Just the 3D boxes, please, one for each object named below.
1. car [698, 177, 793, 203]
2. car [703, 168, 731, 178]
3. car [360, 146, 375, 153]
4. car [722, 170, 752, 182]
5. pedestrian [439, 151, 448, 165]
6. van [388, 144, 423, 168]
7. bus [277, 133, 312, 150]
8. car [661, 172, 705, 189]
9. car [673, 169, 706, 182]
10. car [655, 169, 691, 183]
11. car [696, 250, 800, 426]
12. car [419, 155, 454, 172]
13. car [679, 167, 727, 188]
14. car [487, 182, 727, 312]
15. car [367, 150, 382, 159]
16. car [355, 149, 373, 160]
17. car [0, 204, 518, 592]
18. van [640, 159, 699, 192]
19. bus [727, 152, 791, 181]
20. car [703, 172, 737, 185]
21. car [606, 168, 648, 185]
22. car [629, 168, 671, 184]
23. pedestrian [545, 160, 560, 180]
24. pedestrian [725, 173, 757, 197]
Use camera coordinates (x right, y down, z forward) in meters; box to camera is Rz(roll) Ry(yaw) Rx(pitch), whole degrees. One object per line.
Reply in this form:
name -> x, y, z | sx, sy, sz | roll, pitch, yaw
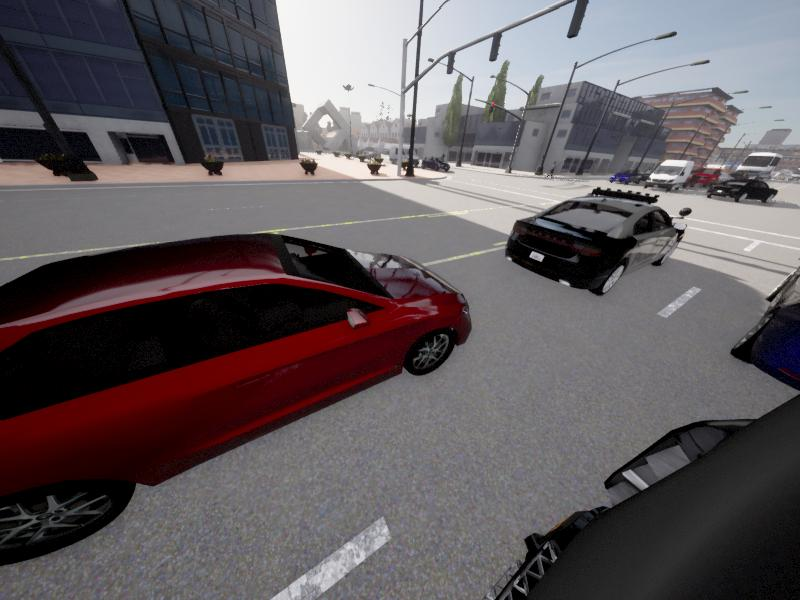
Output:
car -> 27.079, -8.667, 18.203 | 5.008, 1.535, 1.882 | -4, 34, -11
car -> 60.791, -24.340, 44.274 | 5.008, 1.535, 1.882 | -16, 38, -26
car -> -12.757, -58.696, 90.268 | 5.566, 2.045, 2.150 | 11, 34, 11
car -> 56.703, -20.825, 38.862 | 4.193, 1.474, 1.816 | -17, 38, -26
pedestrian -> 7.099, -23.120, 37.701 | 0.751, 1.860, 0.751 | -10, 36, -21
van -> 0.626, -20.772, 33.157 | 1.988, 2.561, 5.915 | -15, 38, -26
bus -> -37.460, -56.763, 82.806 | 3.944, 4.253, 10.273 | 27, 40, 31
car -> 32.387, -13.703, 26.450 | 4.674, 1.442, 1.812 | -16, 38, -26
car -> 46.444, -20.010, 37.055 | 4.892, 1.490, 1.837 | -17, 38, -26
car -> 39.729, -18.061, 33.623 | 5.008, 1.535, 1.882 | -16, 38, -26
car -> 6.341, 0.235, 2.775 | 4.792, 1.488, 2.163 | -16, 38, -26
car -> 4.324, -16.609, 28.134 | 1.816, 1.474, 4.193 | -15, 38, -26
car -> 38.953, -15.807, 29.692 | 5.566, 2.045, 2.150 | -16, 38, -26
car -> 4.753, -1.607, 5.288 | 5.238, 1.638, 1.930 | -16, 38, -26
car -> -5.577, -31.657, 50.229 | 2.033, 1.411, 5.357 | -8, 35, -17
car -> -6.781, -27.439, 43.531 | 1.845, 1.501, 3.633 | -18, 39, -30
car -> -1.188, 0.153, 2.294 | 4.193, 1.474, 1.816 | -16, 38, -26
van -> 26.570, -12.294, 22.776 | 5.915, 2.561, 1.988 | -19, 39, -30
bus -> 67.316, -25.018, 43.339 | 10.273, 4.253, 3.944 | -16, 38, -27
car -> 47.099, -17.928, 34.029 | 4.674, 1.442, 1.812 | -16, 38, -26
car -> 26.143, -14.212, 26.626 | 4.193, 1.474, 1.816 | -15, 38, -26
car -> 32.082, -15.939, 29.646 | 5.238, 1.638, 1.930 | -16, 38, -27
pedestrian -> 17.334, -14.806, 26.283 | 0.751, 1.860, 0.751 | 16, 35, 17
pedestrian -> 31.318, -10.620, 21.253 | 0.751, 1.860, 0.751 | -27, 44, -38
